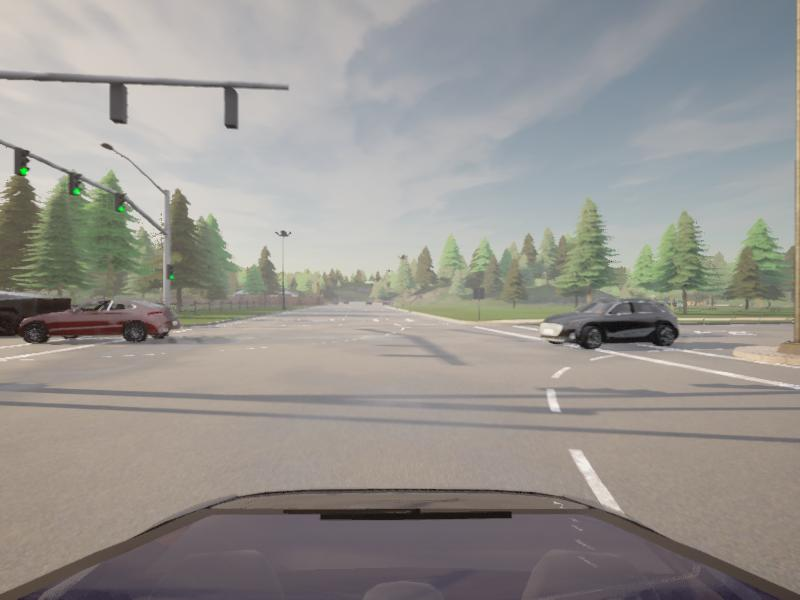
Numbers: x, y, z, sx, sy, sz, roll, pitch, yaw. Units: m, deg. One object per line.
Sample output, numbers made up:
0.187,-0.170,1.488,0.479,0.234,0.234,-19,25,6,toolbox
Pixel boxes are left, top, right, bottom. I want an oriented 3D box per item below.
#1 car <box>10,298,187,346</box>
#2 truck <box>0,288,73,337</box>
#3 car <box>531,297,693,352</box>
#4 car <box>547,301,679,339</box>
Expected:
-11.300,0.773,15.382,5.027,1.651,2.152,0,0,-7,car
-18.911,0.532,17.947,6.274,2.098,2.390,0,0,-7,truck
7.234,0.777,13.800,4.856,1.649,2.033,0,-1,-15,car
9.450,0.822,17.945,4.974,1.542,2.038,0,0,-8,car
